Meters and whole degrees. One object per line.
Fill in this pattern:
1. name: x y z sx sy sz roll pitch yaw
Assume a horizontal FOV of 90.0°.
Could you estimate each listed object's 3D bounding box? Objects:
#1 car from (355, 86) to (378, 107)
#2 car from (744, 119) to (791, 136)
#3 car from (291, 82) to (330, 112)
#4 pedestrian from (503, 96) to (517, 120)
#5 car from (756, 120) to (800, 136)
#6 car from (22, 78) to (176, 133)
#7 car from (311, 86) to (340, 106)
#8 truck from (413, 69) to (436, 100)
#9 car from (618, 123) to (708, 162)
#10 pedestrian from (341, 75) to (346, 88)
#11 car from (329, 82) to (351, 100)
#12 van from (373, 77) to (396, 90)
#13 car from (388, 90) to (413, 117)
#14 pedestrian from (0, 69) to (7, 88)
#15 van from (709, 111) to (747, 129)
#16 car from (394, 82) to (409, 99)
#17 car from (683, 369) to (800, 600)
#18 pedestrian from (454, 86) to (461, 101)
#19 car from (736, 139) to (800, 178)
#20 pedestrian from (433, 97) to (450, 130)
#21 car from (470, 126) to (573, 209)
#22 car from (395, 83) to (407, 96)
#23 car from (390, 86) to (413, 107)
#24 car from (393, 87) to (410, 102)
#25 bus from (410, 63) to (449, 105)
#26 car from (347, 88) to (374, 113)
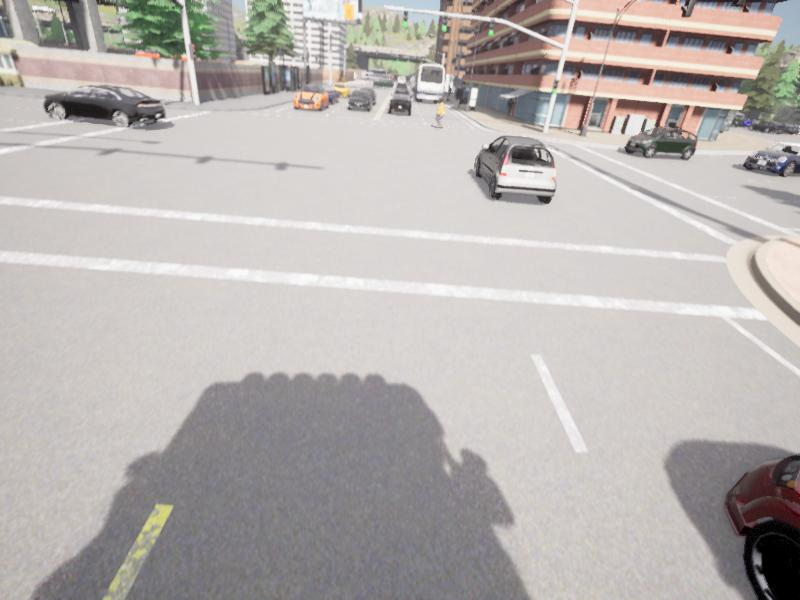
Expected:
1. car: -3.350 -20.729 40.659 1.837 1.490 4.892 4 29 -2
2. car: 50.518 -23.846 55.100 1.837 1.490 4.892 4 29 -2
3. car: -6.850 -15.853 31.132 2.097 1.767 4.553 4 29 -2
4. pedestrian: 9.965 -17.433 36.325 0.751 1.860 0.751 5 29 0
5. car: 54.027 -24.482 56.912 2.033 1.411 5.357 4 29 -2
6. car: -12.716 -8.406 17.183 4.902 1.511 2.128 9 29 4
7. car: -6.855 -19.079 37.352 1.895 1.301 4.718 4 29 -2
8. truck: 3.791 -34.528 63.902 2.891 3.827 8.468 4 29 -2
9. car: 14.703 -8.852 22.489 3.705 1.549 1.789 -2 30 -13
10. pedestrian: -9.517 -37.042 67.769 0.751 1.860 0.751 4 29 -2
11. car: -6.821 -24.018 45.855 1.882 1.535 5.008 4 30 -2
12. van: -3.218 -44.037 81.441 4.442 1.987 1.775 4 29 -2
13. car: 0.063 -17.112 34.679 1.930 1.638 5.238 5 29 -1
14. pedestrian: -24.627 -13.780 23.937 0.751 1.860 0.751 8 29 5
15. van: 50.612 -27.911 61.819 1.775 1.987 4.442 4 29 -2
16. car: 0.204 -30.849 58.770 1.905 1.878 3.866 4 30 -2
17. car: 3.518 2.189 1.367 1.994 1.385 4.181 4 29 -2
18. pedestrian: 8.713 -31.103 60.316 0.751 1.860 0.751 7 29 3
19. car: 20.011 -7.311 20.732 3.806 1.475 1.970 -6 31 -20
20. pedestrian: 2.644 -12.012 25.768 0.751 1.860 0.751 2 29 -5
21. car: 3.559 -4.314 12.611 1.851 1.617 3.988 4 29 -2
22. car: 0.209 -35.005 66.482 1.801 1.575 5.366 4 29 -2
23. car: 0.151 -22.358 43.950 2.242 1.667 4.611 4 29 -2
24. car: 0.167 -26.695 51.914 2.033 1.411 5.357 4 29 -2
25. bus: 3.655 -28.671 53.077 3.944 4.253 10.273 4 29 -2
26. car: -3.364 -17.184 34.381 1.837 1.490 4.892 4 29 -2
